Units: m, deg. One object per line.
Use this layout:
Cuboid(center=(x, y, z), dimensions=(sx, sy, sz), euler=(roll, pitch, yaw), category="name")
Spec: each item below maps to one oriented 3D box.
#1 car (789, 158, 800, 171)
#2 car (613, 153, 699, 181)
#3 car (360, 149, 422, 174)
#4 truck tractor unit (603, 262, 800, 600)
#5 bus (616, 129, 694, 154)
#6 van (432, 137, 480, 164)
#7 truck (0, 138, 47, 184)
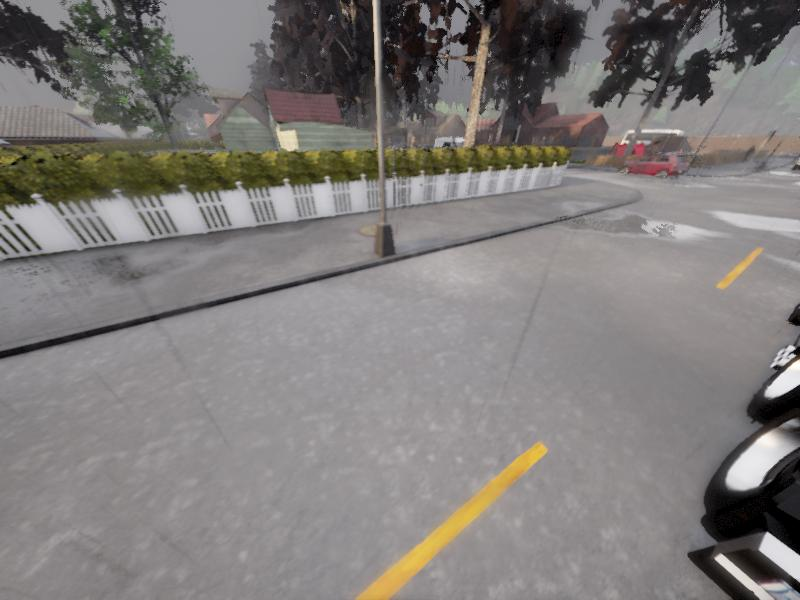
Cuboid(center=(39.801, -13.325, 21.877), dimensions=(4.605, 1.855, 1.932), euler=(-18, 39, -24), category="car")
Cuboid(center=(18.863, -10.063, 17.309), dimensions=(1.845, 1.501, 3.633), euler=(-10, 36, -15), category="car")
Cuboid(center=(-0.652, -10.520, 17.477), dimensions=(4.181, 1.381, 1.994), euler=(-18, 39, -25), category="car")
Cuboid(center=(5.108, -0.302, 0.794), dimensions=(6.516, 4.208, 3.053), euler=(-18, 39, -24), category="truck tractor unit")
Cuboid(center=(56.482, -35.467, 51.783), dimensions=(3.944, 4.253, 10.273), euler=(-18, 39, -24), category="bus")
Cuboid(center=(6.636, -18.458, 28.404), dimensions=(1.988, 2.561, 5.915), euler=(-18, 39, -25), category="van")
Cuboid(center=(-23.753, -7.931, 13.089), dimensions=(2.069, 2.038, 4.478), euler=(-18, 39, -25), category="truck")
